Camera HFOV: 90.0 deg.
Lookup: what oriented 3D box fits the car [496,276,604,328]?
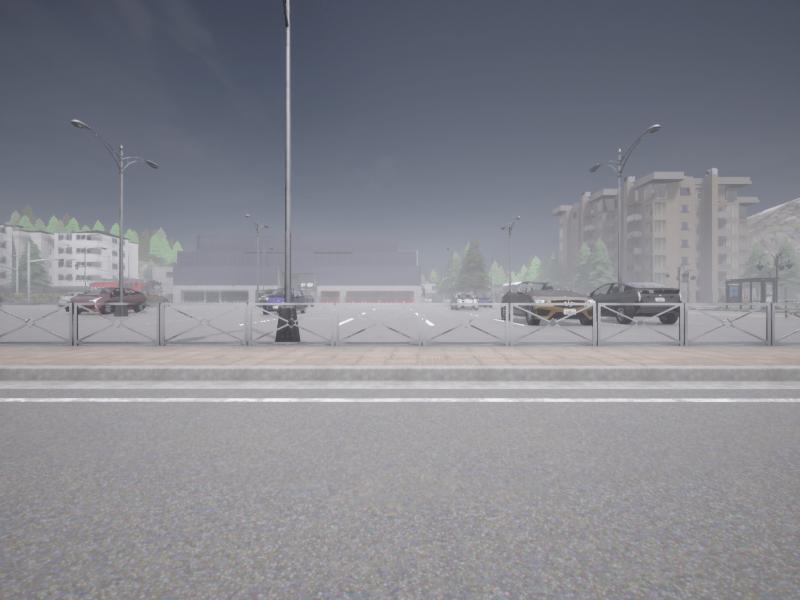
[{"bbox_3d":[5.345,0.074,15.130,2.152,1.636,5.027,0,0,0],"label":"car"}]

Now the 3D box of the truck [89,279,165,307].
[{"bbox_3d":[-37.359,-0.935,54.956,8.468,3.827,2.891,0,0,0],"label":"truck"}]

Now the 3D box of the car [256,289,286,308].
[{"bbox_3d":[-13.109,-0.180,40.877,1.905,1.878,3.866,0,0,0],"label":"car"}]

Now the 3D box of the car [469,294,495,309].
[{"bbox_3d":[8.379,0.117,41.228,1.845,1.501,3.633,0,0,0],"label":"car"}]

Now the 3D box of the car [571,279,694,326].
[{"bbox_3d":[8.481,0.083,15.194,2.007,1.523,4.514,0,0,0],"label":"car"}]

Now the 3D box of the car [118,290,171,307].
[{"bbox_3d":[-25.903,-0.103,40.831,2.152,1.636,5.027,0,0,0],"label":"car"}]

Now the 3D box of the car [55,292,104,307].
[{"bbox_3d":[-32.319,-0.024,40.485,1.970,1.475,3.806,0,0,0],"label":"car"}]

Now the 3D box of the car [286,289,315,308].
[{"bbox_3d":[-10.205,-0.159,41.299,1.932,1.855,4.605,0,0,0],"label":"car"}]

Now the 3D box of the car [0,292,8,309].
[{"bbox_3d":[-35.957,0.041,33.423,2.007,1.523,4.514,0,0,0],"label":"car"}]

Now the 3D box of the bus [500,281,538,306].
[{"bbox_3d":[22.008,-1.139,74.763,3.944,4.253,10.273,0,0,-1],"label":"bus"}]

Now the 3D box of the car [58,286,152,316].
[{"bbox_3d":[-16.521,0.041,22.769,2.007,1.523,4.514,0,0,0],"label":"car"}]

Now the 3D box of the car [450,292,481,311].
[{"bbox_3d":[5.426,0.128,33.796,1.970,1.475,3.806,0,0,0],"label":"car"}]

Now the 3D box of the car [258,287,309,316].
[{"bbox_3d":[-6.528,0.063,22.762,1.845,1.501,3.633,0,0,0],"label":"car"}]
